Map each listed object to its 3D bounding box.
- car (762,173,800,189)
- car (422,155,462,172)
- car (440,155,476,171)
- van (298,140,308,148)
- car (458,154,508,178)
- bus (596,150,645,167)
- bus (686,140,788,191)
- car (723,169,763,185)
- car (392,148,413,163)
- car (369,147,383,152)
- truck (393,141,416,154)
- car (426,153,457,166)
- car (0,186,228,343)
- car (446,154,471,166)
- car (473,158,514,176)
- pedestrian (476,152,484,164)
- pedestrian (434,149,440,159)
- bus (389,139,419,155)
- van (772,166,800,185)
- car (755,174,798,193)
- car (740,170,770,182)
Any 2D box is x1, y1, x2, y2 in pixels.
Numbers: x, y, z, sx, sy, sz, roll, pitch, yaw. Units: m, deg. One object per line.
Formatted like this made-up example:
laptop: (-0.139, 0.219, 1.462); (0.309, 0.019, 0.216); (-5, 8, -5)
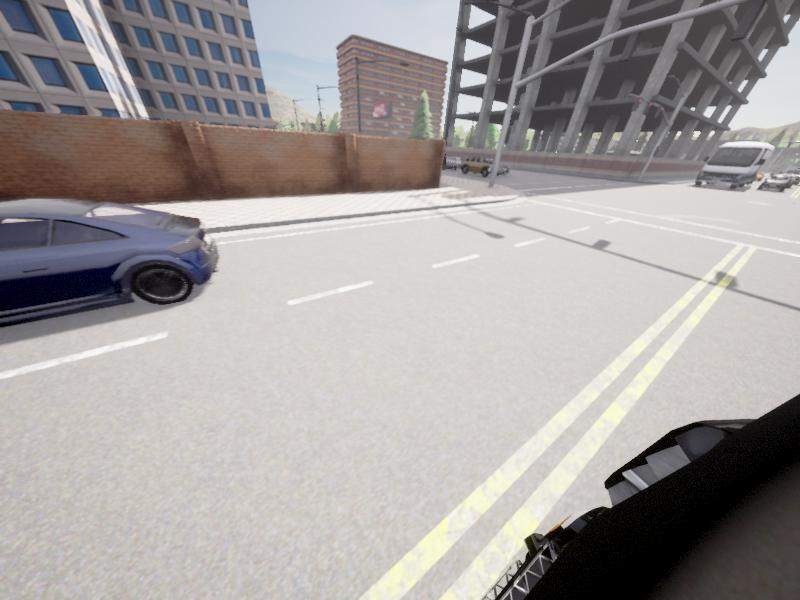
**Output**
car: (49.593, -15.430, 29.892); (4.902, 1.511, 2.128); (-17, 38, -27)
car: (5.075, -17.009, 28.670); (2.163, 1.488, 4.792); (-17, 38, -27)
car: (7.603, -18.313, 30.874); (1.812, 1.442, 4.674); (-17, 39, -27)
van: (-38.782, -62.105, 92.050); (1.988, 2.561, 5.915); (-17, 38, -27)
car: (8.488, -14.038, 24.112); (1.932, 1.855, 4.605); (-16, 38, -26)
bus: (72.964, -47.097, 76.923); (3.944, 4.253, 10.273); (-17, 39, -28)
bus: (37.942, -15.136, 26.014); (10.273, 4.253, 3.944); (-18, 39, -27)
car: (48.838, -17.551, 32.882); (4.611, 1.667, 2.242); (-17, 39, -28)
car: (0.401, -25.231, 40.307); (1.905, 1.878, 3.866); (-17, 38, -27)
car: (-9.273, -58.789, 90.404); (5.008, 1.535, 1.882); (-17, 39, -28)
truck: (1.745, -58.559, 88.878); (8.468, 3.827, 2.891); (-17, 39, -28)
car: (6.670, -22.899, 37.649); (2.128, 1.511, 4.902); (-17, 39, -27)
car: (-5.157, -0.604, 3.217); (4.181, 1.385, 1.994); (-17, 39, -28)
car: (9.773, -23.703, 39.072); (1.789, 1.549, 3.705); (-17, 38, -27)
car: (10.722, -15.430, 26.754); (1.970, 1.475, 3.806); (-17, 38, -27)
pedestrian: (15.307, -27.148, 44.119); (0.751, 1.860, 0.751); (-25, 43, -35)
pedestrian: (8.506, -33.614, 53.308); (0.751, 1.860, 0.751); (-19, 39, -30)
bus: (1.442, -56.441, 85.274); (10.273, 4.253, 3.944); (-17, 39, -28)
van: (62.581, -19.857, 36.791); (6.366, 2.431, 2.351); (-17, 39, -28)
car: (40.854, -12.728, 25.070); (3.705, 1.549, 1.789); (-17, 39, -28)
car: (60.354, -21.105, 39.255); (5.366, 1.575, 1.801); (-17, 39, -28)
